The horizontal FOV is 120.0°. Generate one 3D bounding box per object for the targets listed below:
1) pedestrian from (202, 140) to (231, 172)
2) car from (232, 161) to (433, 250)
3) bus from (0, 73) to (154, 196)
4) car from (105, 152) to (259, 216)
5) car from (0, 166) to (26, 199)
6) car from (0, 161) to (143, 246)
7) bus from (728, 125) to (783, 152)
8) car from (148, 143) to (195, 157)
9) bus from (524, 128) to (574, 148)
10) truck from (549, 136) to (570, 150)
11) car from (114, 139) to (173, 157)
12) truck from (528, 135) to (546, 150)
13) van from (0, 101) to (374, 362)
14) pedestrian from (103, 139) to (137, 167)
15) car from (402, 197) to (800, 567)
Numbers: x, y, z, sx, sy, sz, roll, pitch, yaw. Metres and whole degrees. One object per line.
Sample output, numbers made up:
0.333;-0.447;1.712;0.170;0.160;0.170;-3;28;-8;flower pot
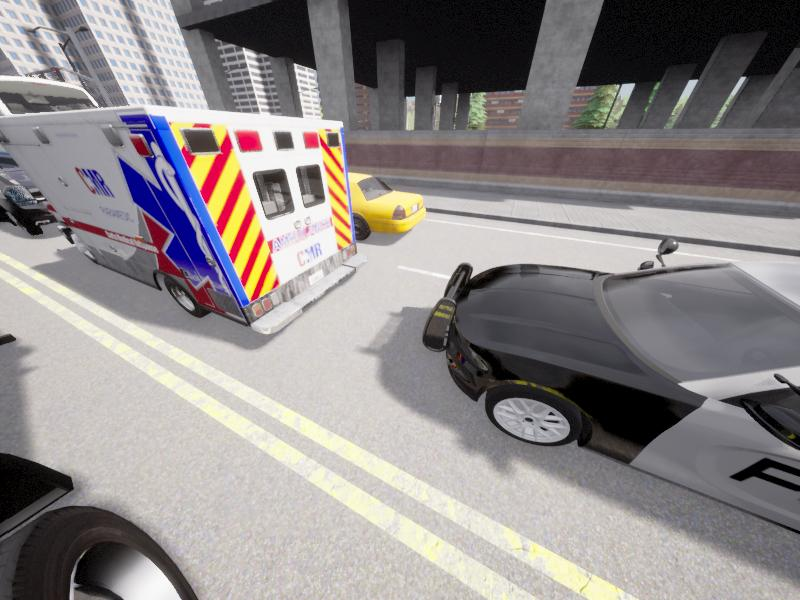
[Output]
-12.819;-10.078;16.189;0.751;1.860;0.751;14;38;19;pedestrian
-1.947;-2.979;6.747;5.366;1.575;1.801;15;38;20;car
-19.907;-8.875;12.672;10.273;4.253;3.944;16;38;21;bus
-8.477;-4.772;9.170;4.611;1.667;2.242;15;38;20;car
-19.113;-5.360;10.038;3.705;1.549;1.789;15;38;19;car
-10.855;-3.124;6.956;4.902;1.511;2.128;15;38;20;car
72.629;-32.870;47.187;10.273;4.253;3.944;-21;40;-28;bus
-30.629;-20.205;31.068;1.970;1.475;3.806;16;38;20;car
40.018;-43.814;62.582;10.273;4.253;3.944;15;38;20;bus
33.378;-32.989;48.469;2.615;2.467;5.204;15;38;20;truck
-34.343;-20.533;31.161;1.932;1.855;4.605;17;38;22;car
29.468;-34.048;49.945;2.615;2.467;5.204;15;38;20;truck
-3.899;-1.630;4.086;6.366;2.431;2.351;15;38;20;van
-22.549;-11.878;18.678;0.751;1.860;0.751;-8;36;-12;pedestrian
2.808;0.498;1.797;5.238;1.638;1.930;15;38;20;car
